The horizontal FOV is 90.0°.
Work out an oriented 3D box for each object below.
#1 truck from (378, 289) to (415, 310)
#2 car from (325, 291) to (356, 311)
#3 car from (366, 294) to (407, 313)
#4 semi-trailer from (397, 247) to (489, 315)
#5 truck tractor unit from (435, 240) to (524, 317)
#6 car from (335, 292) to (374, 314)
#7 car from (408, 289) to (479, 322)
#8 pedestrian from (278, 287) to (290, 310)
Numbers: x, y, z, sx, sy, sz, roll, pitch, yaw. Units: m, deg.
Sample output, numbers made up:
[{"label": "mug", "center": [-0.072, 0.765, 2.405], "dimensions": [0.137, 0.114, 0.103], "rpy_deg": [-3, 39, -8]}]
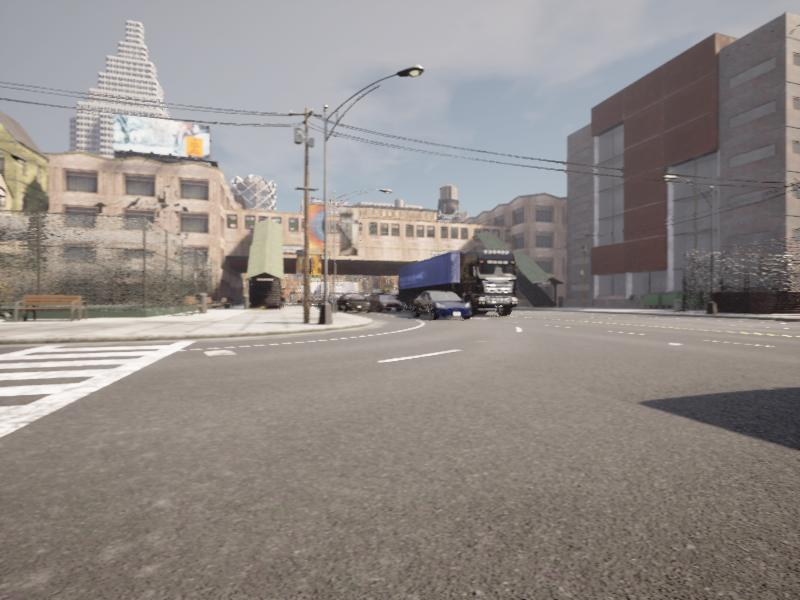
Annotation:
[{"label": "truck", "center": [-0.501, -0.080, 42.721], "dimensions": [2.390, 2.098, 6.274], "rpy_deg": [0, 0, -16]}, {"label": "car", "center": [-5.536, 0.077, 36.550], "dimensions": [2.185, 1.767, 4.553], "rpy_deg": [0, 0, -17]}, {"label": "car", "center": [-1.244, 0.277, 32.748], "dimensions": [2.033, 1.411, 5.357], "rpy_deg": [0, 0, -17]}, {"label": "semi-trailer", "center": [2.790, -1.232, 33.072], "dimensions": [2.717, 4.402, 14.254], "rpy_deg": [0, 0, -14]}, {"label": "truck tractor unit", "center": [4.738, -1.132, 25.406], "dimensions": [3.053, 4.208, 6.516], "rpy_deg": [0, 0, -14]}, {"label": "car", "center": [-3.579, 0.206, 30.428], "dimensions": [2.097, 1.535, 5.008], "rpy_deg": [0, 0, -17]}, {"label": "car", "center": [2.089, 0.241, 20.885], "dimensions": [2.163, 1.488, 4.792], "rpy_deg": [0, 0, -14]}, {"label": "pedestrian", "center": [-9.658, -0.136, 33.252], "dimensions": [0.751, 1.860, 0.751], "rpy_deg": [0, 0, 6]}]
